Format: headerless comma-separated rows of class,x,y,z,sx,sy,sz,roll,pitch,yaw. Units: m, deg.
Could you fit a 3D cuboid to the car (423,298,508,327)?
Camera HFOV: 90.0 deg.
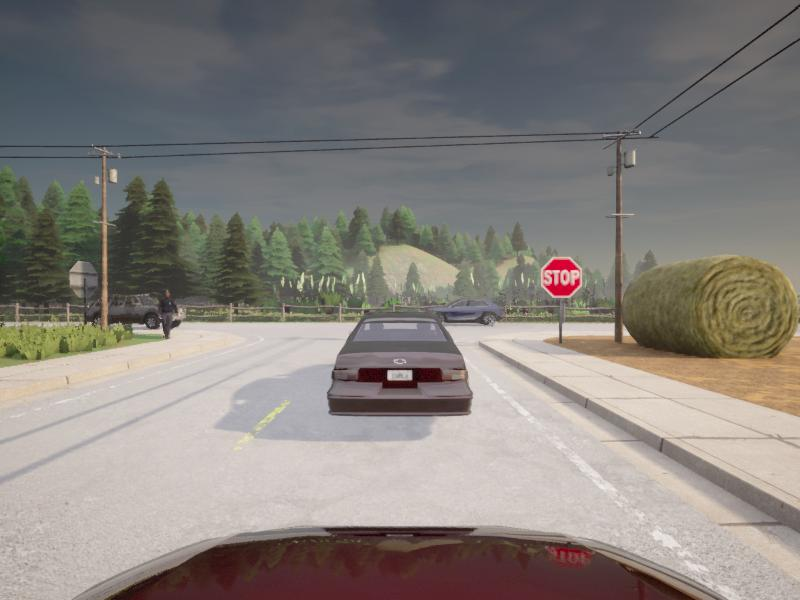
car,3.837,0.725,24.242,4.856,1.649,2.033,0,0,3

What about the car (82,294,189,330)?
car,-14.131,0.601,21.526,4.605,1.855,1.932,0,0,5

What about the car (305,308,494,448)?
car,-0.001,0.889,6.985,2.033,1.411,5.357,0,0,0

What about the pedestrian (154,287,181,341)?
pedestrian,-8.280,0.474,14.259,0.751,1.860,0.751,0,0,-25

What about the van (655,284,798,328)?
van,18.983,0.325,23.518,6.366,2.431,2.351,0,0,3
